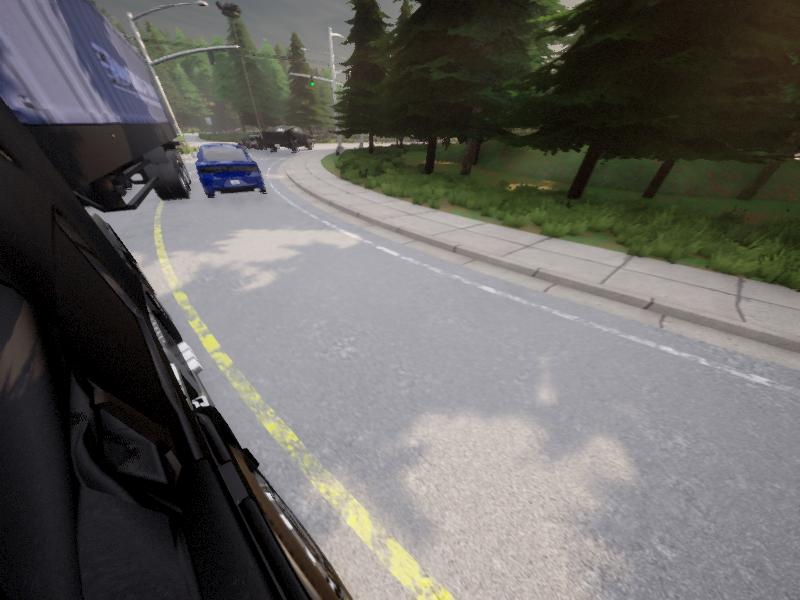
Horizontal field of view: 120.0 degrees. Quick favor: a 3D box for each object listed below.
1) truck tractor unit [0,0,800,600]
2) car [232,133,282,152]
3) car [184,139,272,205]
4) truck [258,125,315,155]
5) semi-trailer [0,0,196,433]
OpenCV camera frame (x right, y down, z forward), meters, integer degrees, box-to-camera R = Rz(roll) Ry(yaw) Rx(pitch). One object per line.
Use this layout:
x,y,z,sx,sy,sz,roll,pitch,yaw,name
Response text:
-2.645,-0.295,0.351,6.516,4.208,3.053,28,44,30,truck tractor unit
-14.013,-15.698,22.958,1.994,1.385,4.181,7,36,6,car
-6.749,-5.251,9.084,1.882,1.535,5.008,-20,42,-28,car
-10.667,-15.657,22.495,2.390,2.098,6.274,3,36,0,truck
-7.468,-4.211,5.171,2.717,4.402,14.254,-21,43,-27,semi-trailer
